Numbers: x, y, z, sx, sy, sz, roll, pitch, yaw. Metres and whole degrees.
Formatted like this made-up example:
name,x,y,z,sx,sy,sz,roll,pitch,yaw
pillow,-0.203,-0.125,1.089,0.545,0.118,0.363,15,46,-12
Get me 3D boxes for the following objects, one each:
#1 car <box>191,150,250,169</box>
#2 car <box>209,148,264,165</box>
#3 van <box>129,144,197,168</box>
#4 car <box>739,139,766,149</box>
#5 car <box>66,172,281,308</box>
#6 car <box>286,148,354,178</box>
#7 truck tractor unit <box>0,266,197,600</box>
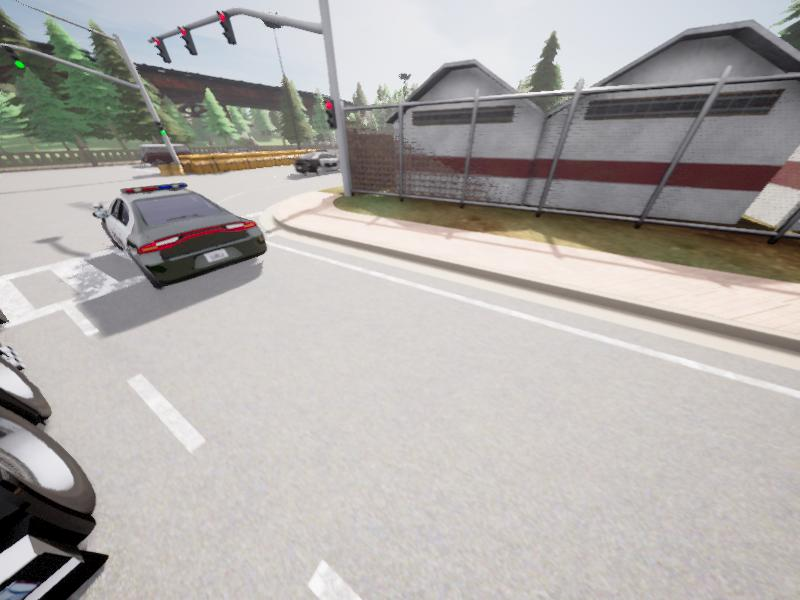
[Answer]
name,x,y,z,sx,sy,sz,roll,pitch,yaw
car,-18.610,-14.748,24.173,1.994,1.385,4.181,17,38,23
car,-19.871,-17.690,28.287,2.128,1.511,4.902,17,38,23
van,-25.713,-15.866,25.306,1.775,1.987,4.442,17,38,23
car,81.988,-36.374,53.780,3.866,1.878,1.905,-13,37,-18
car,-5.266,-1.804,5.305,4.974,1.542,2.038,23,41,30
car,-6.206,-11.294,18.854,1.930,1.638,5.238,17,39,23
truck tractor unit,-5.118,-0.292,0.778,6.516,4.208,3.053,18,39,24
